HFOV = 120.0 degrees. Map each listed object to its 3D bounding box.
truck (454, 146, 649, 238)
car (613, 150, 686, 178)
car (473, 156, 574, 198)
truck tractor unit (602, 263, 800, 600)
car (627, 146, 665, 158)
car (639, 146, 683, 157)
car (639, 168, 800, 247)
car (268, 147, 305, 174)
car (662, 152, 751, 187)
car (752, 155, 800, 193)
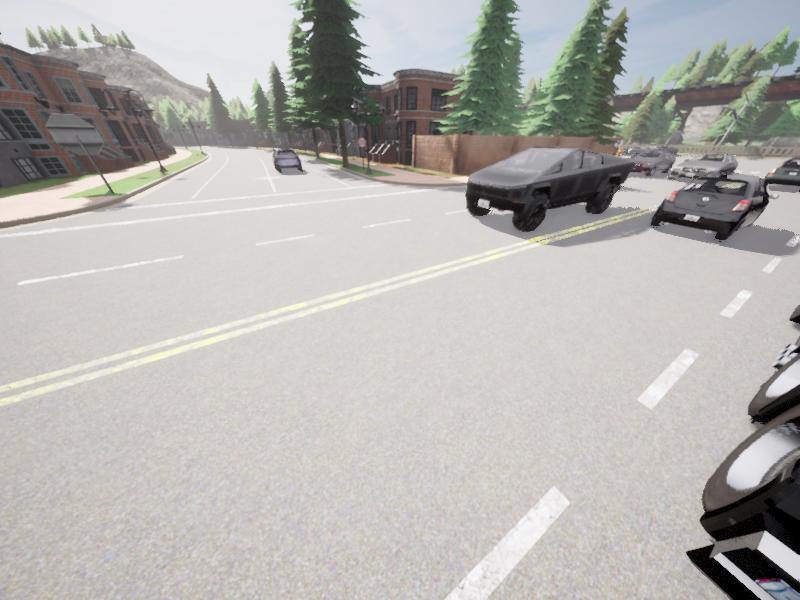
[{"bbox_3d":[5.224,-4.085,8.074,6.274,2.098,2.390,-18,39,-24],"label":"truck"},{"bbox_3d":[19.976,-11.003,18.548,5.027,1.651,2.152,-18,39,-24],"label":"car"},{"bbox_3d":[6.564,-6.686,12.349,4.892,1.490,1.837,-17,38,-22],"label":"car"},{"bbox_3d":[5.105,-0.308,0.780,6.516,4.208,3.053,-19,39,-24],"label":"truck tractor unit"},{"bbox_3d":[41.752,-25.253,39.326,1.970,1.475,3.806,-18,39,-24],"label":"car"},{"bbox_3d":[47.701,-27.375,42.405,1.837,1.490,4.892,-18,39,-24],"label":"car"},{"bbox_3d":[9.655,-2.985,7.027,3.633,1.501,1.845,-18,39,-24],"label":"car"},{"bbox_3d":[-9.681,-11.928,19.576,2.033,1.649,4.856,-17,38,-23],"label":"car"},{"bbox_3d":[20.584,-8.893,15.520,5.027,1.651,2.152,-18,39,-24],"label":"car"},{"bbox_3d":[23.016,-7.370,13.365,3.988,1.617,1.851,-18,39,-24],"label":"car"}]
